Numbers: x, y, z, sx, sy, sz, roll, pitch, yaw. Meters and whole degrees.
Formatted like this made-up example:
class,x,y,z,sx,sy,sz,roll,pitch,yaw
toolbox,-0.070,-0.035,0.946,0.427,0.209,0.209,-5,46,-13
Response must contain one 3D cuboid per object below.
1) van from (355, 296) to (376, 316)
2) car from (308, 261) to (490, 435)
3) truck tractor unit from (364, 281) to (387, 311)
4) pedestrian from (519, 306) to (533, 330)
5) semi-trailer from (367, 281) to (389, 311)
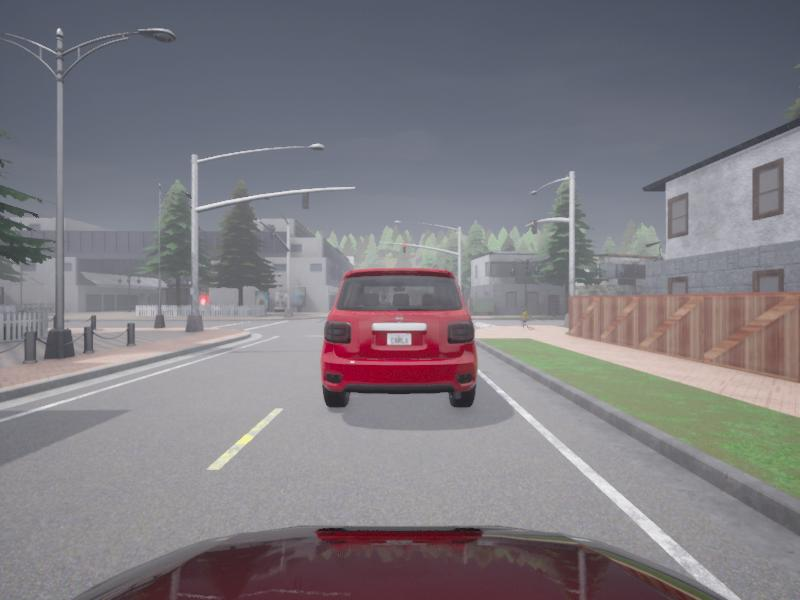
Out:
class,x,y,z,sx,sy,sz,roll,pitch,yaw
van,-3.563,0.598,41.977,1.775,1.987,4.442,0,0,0
car,-0.013,0.568,7.496,2.150,2.045,5.566,0,0,0
truck tractor unit,-3.541,-0.522,59.587,3.053,4.208,6.516,0,0,1
pedestrian,5.974,0.861,18.961,0.500,1.100,0.500,0,0,-6
semi-trailer,-3.438,-0.618,67.499,2.717,4.402,14.254,0,0,1
